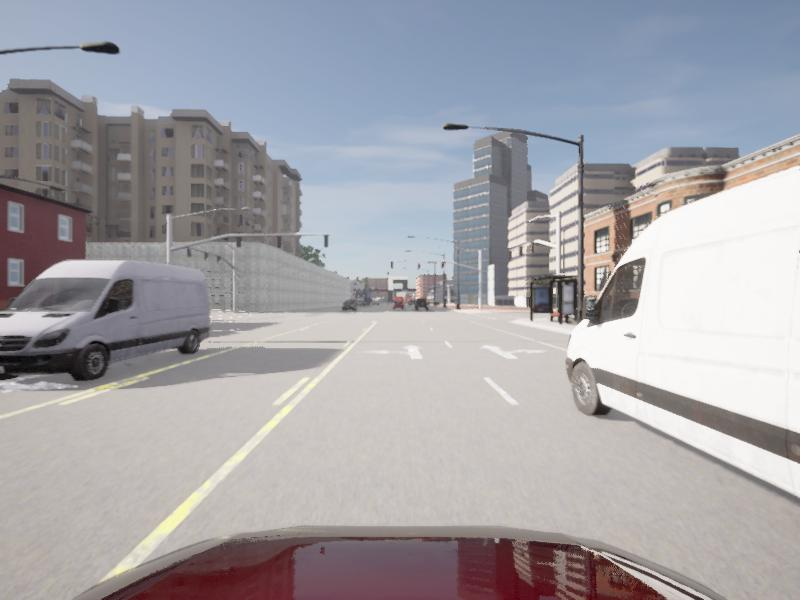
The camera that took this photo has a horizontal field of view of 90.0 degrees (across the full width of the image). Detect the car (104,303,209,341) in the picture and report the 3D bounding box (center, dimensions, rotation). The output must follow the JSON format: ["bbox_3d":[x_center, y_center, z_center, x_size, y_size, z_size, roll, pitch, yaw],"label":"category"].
[{"bbox_3d":[-10.535,0.868,17.799,1.812,1.442,4.674,0,0,0],"label":"car"}]

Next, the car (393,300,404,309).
[{"bbox_3d":[-0.224,0.783,69.413,1.851,1.617,3.988,0,0,0],"label":"car"}]

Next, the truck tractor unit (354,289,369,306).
[{"bbox_3d":[-9.745,-0.533,102.570,3.053,4.208,6.516,0,-1,1],"label":"truck tractor unit"}]

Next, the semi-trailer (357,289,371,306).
[{"bbox_3d":[-9.726,-0.625,110.479,2.717,4.402,14.254,0,0,0],"label":"semi-trailer"}]

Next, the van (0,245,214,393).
[{"bbox_3d":[-6.967,0.320,9.848,1.988,2.561,5.915,0,0,1],"label":"van"}]

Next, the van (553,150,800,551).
[{"bbox_3d":[3.536,0.322,3.641,1.988,2.561,5.915,0,0,-1],"label":"van"}]
